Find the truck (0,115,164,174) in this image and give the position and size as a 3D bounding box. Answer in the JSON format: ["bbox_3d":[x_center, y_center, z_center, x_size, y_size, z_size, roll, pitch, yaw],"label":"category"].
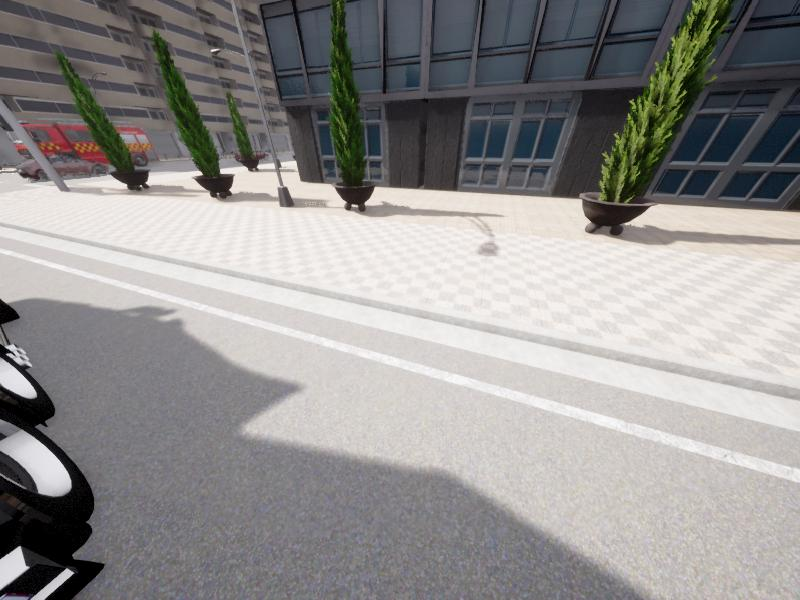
[{"bbox_3d":[-29.182,-14.657,21.846,2.891,3.827,8.468,11,36,16],"label":"truck"}]

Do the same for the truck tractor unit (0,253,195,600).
[{"bbox_3d":[-5.092,-0.320,0.808,6.516,4.208,3.053,19,39,25],"label":"truck tractor unit"}]

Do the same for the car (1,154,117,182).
[{"bbox_3d":[-24.339,-9.649,16.757,1.994,1.385,4.181,12,37,17],"label":"car"}]
